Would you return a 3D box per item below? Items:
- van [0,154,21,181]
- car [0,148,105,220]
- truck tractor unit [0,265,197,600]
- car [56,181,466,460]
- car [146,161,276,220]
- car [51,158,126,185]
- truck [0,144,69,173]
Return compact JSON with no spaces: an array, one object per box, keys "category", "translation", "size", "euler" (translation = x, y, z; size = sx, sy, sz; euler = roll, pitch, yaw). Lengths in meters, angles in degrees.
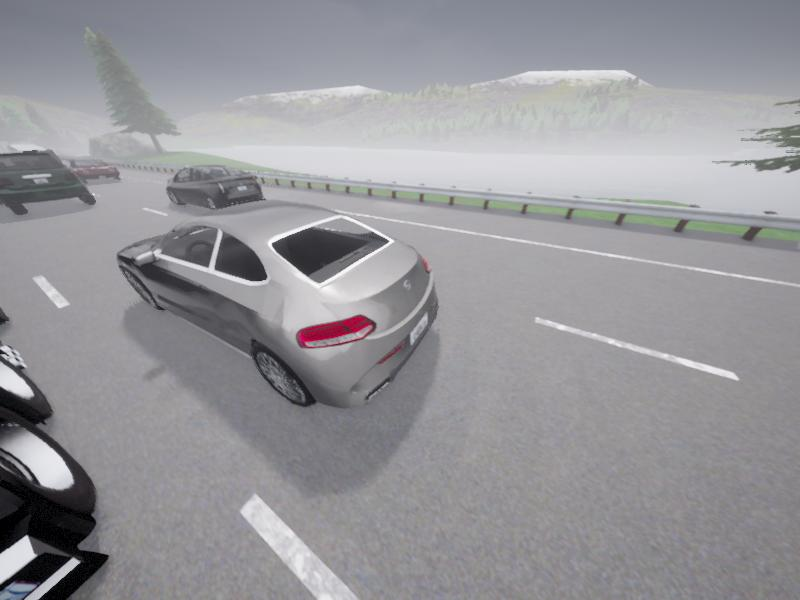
[{"category":"van","translation":[-30.706,-9.947,16.827],"size":[4.480,2.038,2.069],"euler":[18,39,24]},{"category":"car","translation":[-15.508,-5.051,9.634],"size":[5.566,2.045,2.150],"euler":[18,39,24]},{"category":"truck tractor unit","translation":[-5.116,-0.295,0.780],"size":[6.516,4.208,3.053],"euler":[18,39,24]},{"category":"car","translation":[-1.964,-0.512,3.342],"size":[5.027,1.651,2.152],"euler":[18,39,24]},{"category":"car","translation":[-7.589,-4.588,9.343],"size":[4.514,1.525,2.007],"euler":[18,39,24]},{"category":"car","translation":[-21.686,-9.038,16.082],"size":[4.718,1.301,1.895],"euler":[18,39,24]},{"category":"truck","translation":[-35.859,-13.935,22.560],"size":[6.274,2.098,2.390],"euler":[18,39,24]}]
